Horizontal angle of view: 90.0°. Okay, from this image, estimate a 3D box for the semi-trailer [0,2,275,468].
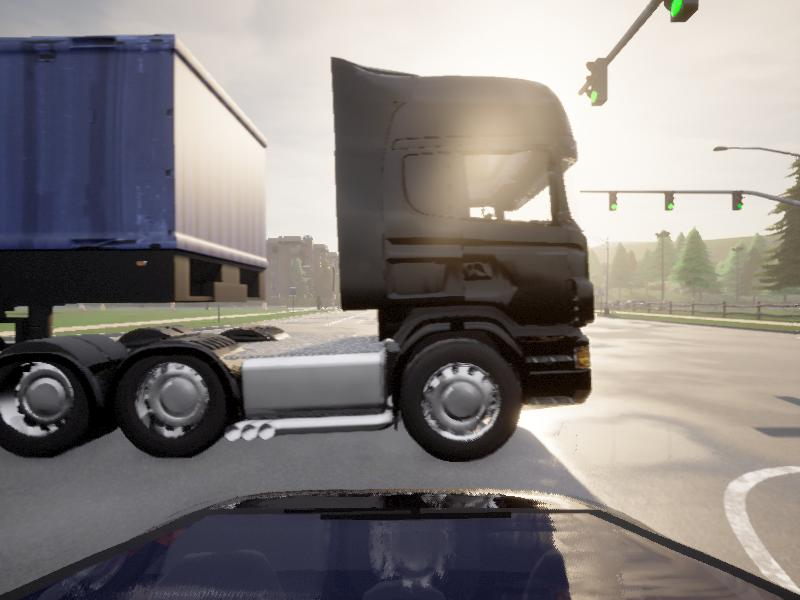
[{"bbox_3d":[-9.179,-0.621,5.245,14.254,4.402,2.717,0,0,1],"label":"semi-trailer"}]

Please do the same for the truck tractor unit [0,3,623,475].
[{"bbox_3d":[-1.265,-0.526,5.135,6.516,4.208,3.053,0,0,1],"label":"truck tractor unit"}]
